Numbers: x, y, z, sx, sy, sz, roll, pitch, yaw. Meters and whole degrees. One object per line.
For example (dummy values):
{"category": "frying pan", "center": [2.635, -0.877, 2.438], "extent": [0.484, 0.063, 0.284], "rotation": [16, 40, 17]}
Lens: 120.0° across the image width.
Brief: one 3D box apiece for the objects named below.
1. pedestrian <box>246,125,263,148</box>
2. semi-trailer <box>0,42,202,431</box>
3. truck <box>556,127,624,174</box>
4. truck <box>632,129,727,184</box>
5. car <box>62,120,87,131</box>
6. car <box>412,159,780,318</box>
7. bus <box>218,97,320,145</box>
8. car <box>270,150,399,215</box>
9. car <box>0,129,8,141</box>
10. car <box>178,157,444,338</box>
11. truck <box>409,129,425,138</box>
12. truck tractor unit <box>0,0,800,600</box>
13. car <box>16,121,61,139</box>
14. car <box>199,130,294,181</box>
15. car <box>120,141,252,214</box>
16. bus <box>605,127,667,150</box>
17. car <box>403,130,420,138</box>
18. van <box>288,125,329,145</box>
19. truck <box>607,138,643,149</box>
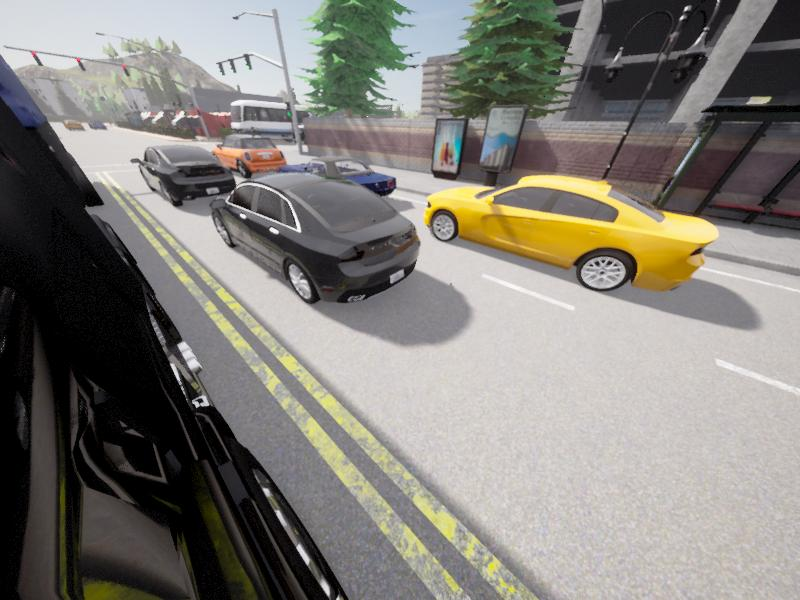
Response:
{"category": "pedestrian", "center": [-15.108, -16.962, 23.996], "extent": [0.751, 1.860, 0.751], "rotation": [28, 44, 30]}
{"category": "semi-trailer", "center": [-8.705, -3.578, 4.253], "extent": [14.254, 4.402, 2.717], "rotation": [28, 44, 30]}
{"category": "truck", "center": [13.961, -11.041, 16.916], "extent": [2.615, 2.467, 5.204], "rotation": [28, 43, 30]}
{"category": "truck", "center": [17.265, -9.309, 14.756], "extent": [2.615, 2.467, 5.204], "rotation": [28, 43, 30]}
{"category": "car", "center": [-58.744, -31.466, 41.619], "extent": [5.008, 1.535, 1.882], "rotation": [27, 43, 30]}
{"category": "car", "center": [2.847, -1.764, 4.849], "extent": [5.008, 1.535, 1.882], "rotation": [28, 43, 30]}
{"category": "bus", "center": [-16.515, -23.298, 30.495], "extent": [3.944, 4.253, 10.273], "rotation": [27, 43, 30]}
{"category": "car", "center": [-2.461, -4.457, 8.402], "extent": [4.718, 1.301, 1.895], "rotation": [28, 43, 30]}
{"category": "car", "center": [-40.067, -16.223, 22.017], "extent": [5.366, 1.575, 1.801], "rotation": [29, 44, 31]}
{"category": "car", "center": [-1.876, -1.510, 4.289], "extent": [4.892, 1.490, 1.837], "rotation": [28, 43, 30]}
{"category": "truck", "center": [5.263, -52.080, 72.175], "extent": [4.478, 2.038, 2.069], "rotation": [28, 43, 30]}
{"category": "truck tractor unit", "center": [-2.645, -0.295, 0.352], "extent": [6.516, 4.208, 3.053], "rotation": [28, 44, 30]}
{"category": "car", "center": [-41.384, -19.561, 26.534], "extent": [4.792, 1.488, 2.163], "rotation": [28, 43, 30]}
{"category": "car", "center": [-7.813, -7.477, 11.769], "extent": [4.553, 1.767, 2.097], "rotation": [28, 44, 30]}
{"category": "car", "center": [-7.396, -4.411, 7.907], "extent": [4.892, 1.490, 1.837], "rotation": [28, 43, 30]}
{"category": "bus", "center": [61.492, -42.506, 60.699], "extent": [10.273, 4.253, 3.944], "rotation": [28, 43, 30]}
{"category": "car", "center": [3.454, -50.704, 70.379], "extent": [4.605, 1.855, 1.932], "rotation": [28, 43, 30]}
{"category": "van", "center": [-12.250, -22.282, 31.210], "extent": [2.069, 2.038, 4.480], "rotation": [24, 42, 27]}
{"category": "truck", "center": [58.227, -40.708, 59.909], "extent": [6.274, 2.098, 2.390], "rotation": [28, 43, 30]}
